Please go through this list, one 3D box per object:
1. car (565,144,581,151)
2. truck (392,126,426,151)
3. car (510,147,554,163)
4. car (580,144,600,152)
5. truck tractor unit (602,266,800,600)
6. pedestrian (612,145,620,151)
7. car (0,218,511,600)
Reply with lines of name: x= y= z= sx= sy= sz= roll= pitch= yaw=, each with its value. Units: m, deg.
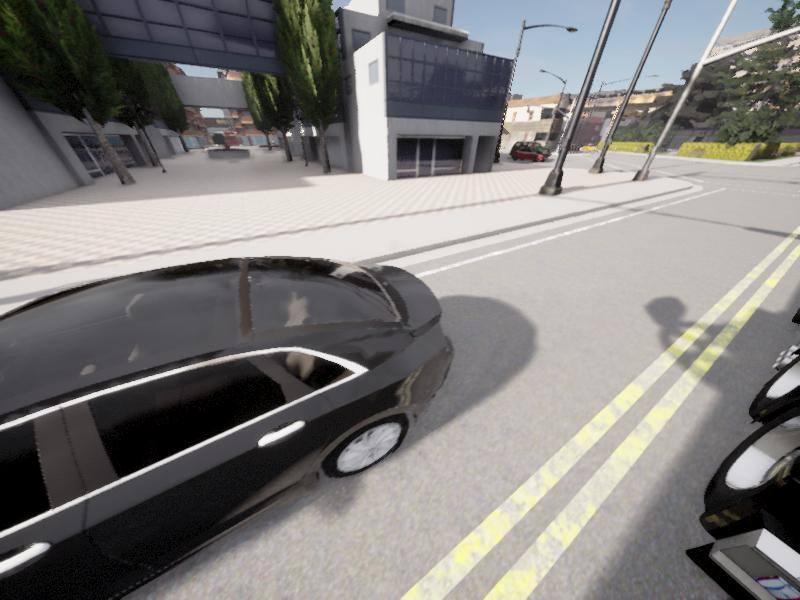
car: x=44.298 y=-39.095 z=59.240 sx=1.970 sy=1.475 sz=3.806 roll=9 pitch=36 yaw=12
truck: x=1.592 y=-33.785 z=48.214 sx=2.891 sy=3.827 sz=8.468 roll=-18 pitch=40 yaw=-25
car: x=16.230 y=-18.018 z=28.650 sx=1.816 sy=1.474 sz=4.193 roll=-18 pitch=39 yaw=-24
car: x=47.536 y=-38.267 z=57.990 sx=1.801 sy=1.575 sz=5.366 roll=9 pitch=36 yaw=12
truck tractor unit: x=5.113 y=-0.298 z=0.780 sx=6.516 sy=4.208 sz=3.053 roll=-18 pitch=39 yaw=-24
pedestrian: x=52.692 y=-37.163 z=56.393 sx=0.751 sy=1.300 sz=0.751 roll=-3 pitch=35 yaw=-5
car: x=-1.863 y=0.723 z=1.639 sx=4.892 sy=1.490 sz=1.837 roll=-17 pitch=39 yaw=-23
